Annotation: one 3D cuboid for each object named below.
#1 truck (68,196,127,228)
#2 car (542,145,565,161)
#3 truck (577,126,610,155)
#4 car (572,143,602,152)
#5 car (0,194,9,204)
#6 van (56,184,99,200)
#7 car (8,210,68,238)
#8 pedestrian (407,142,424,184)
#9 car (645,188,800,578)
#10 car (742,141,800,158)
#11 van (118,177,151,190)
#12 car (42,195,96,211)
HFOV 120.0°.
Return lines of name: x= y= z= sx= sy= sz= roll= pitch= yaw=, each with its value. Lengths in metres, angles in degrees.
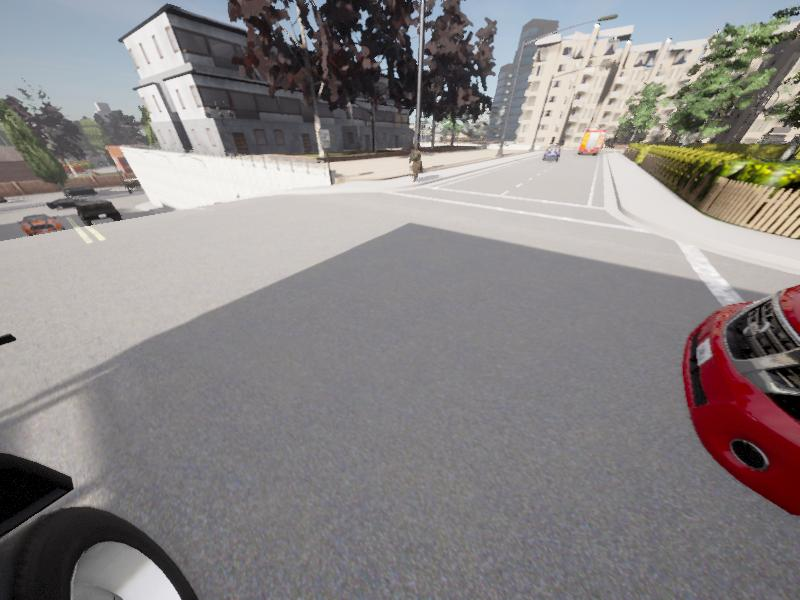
truck: x=-28.837 y=-8.298 z=22.008 sx=6.274 sy=2.098 sz=2.390 roll=12 pitch=35 yaw=35
car: x=19.473 y=-18.697 z=29.260 sx=1.789 sy=1.549 sz=3.705 roll=20 pitch=40 yaw=26
truck: x=33.295 y=-27.346 z=39.674 sx=2.891 sy=3.827 sz=8.468 roll=23 pitch=41 yaw=29
car: x=40.177 y=-32.793 z=49.645 sx=4.792 sy=1.488 sz=2.163 roll=23 pitch=41 yaw=29
car: x=-73.761 y=-17.658 z=41.055 sx=1.994 sy=1.385 sz=4.181 roll=22 pitch=41 yaw=28
van: x=-64.715 y=-21.776 z=46.421 sx=1.775 sy=1.987 sz=4.442 roll=22 pitch=41 yaw=28
car: x=-32.637 y=-6.922 z=21.018 sx=4.553 sy=1.767 sz=2.097 roll=13 pitch=36 yaw=35
pedestrian: x=0.832 y=-7.303 z=12.362 sx=0.751 sy=1.860 sz=0.751 roll=4 pitch=35 yaw=6
car: x=4.734 y=1.308 z=0.313 sx=5.566 sy=2.045 sz=2.150 roll=30 pitch=45 yaw=35
car: x=57.831 y=-23.052 z=35.312 sx=5.566 sy=2.045 sz=2.150 roll=24 pitch=41 yaw=28
van: x=-62.240 y=-27.327 z=54.238 sx=2.069 sy=2.038 sz=4.480 roll=22 pitch=41 yaw=28
car: x=-56.626 y=-16.671 z=39.641 sx=1.882 sy=1.535 sz=5.008 roll=22 pitch=41 yaw=28
